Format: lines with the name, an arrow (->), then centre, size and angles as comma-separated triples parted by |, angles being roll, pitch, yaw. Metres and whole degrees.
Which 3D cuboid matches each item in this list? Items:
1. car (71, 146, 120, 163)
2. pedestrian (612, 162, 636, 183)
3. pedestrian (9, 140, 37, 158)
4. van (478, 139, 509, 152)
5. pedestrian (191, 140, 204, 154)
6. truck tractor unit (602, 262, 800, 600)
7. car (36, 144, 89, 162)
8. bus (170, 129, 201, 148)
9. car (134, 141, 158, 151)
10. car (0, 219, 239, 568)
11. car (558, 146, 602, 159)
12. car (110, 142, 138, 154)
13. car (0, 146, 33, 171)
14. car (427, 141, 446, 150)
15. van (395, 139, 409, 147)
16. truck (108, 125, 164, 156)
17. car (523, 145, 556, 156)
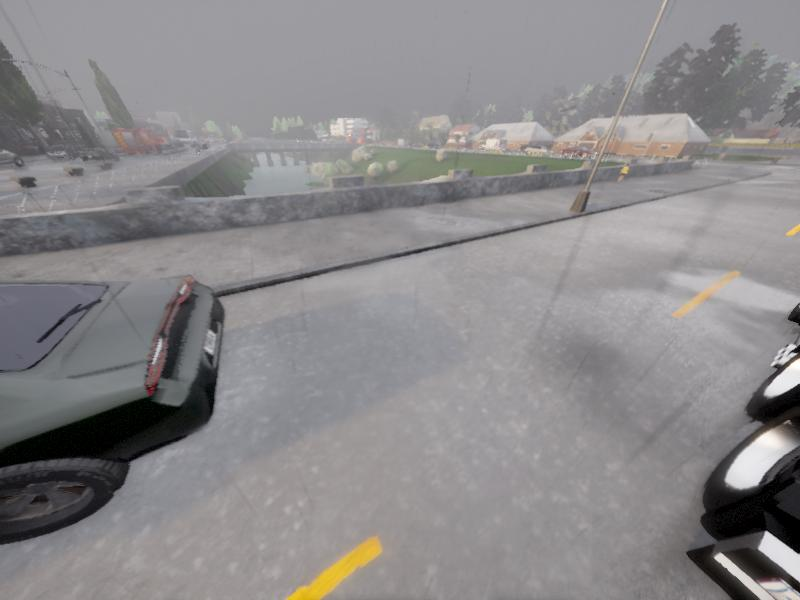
car -> -35.059, -16.947, 26.780 | 1.816, 1.474, 4.193 | -17, 38, -23
pedestrian -> 13.737, -7.832, 14.195 | 0.500, 1.100, 0.500 | -17, 39, -24
pedestrian -> -47.967, -19.244, 29.408 | 0.751, 1.860, 0.751 | -11, 36, -16
van -> 21.618, -36.083, 53.940 | 2.351, 2.431, 6.366 | -17, 38, -23
pedestrian -> -32.660, -24.620, 37.272 | 0.751, 1.860, 0.751 | -15, 38, -21
truck tractor unit -> 5.106, -0.306, 0.786 | 6.516, 4.208, 3.053 | -18, 39, -24
car -> -40.280, -17.726, 27.738 | 1.851, 1.617, 3.988 | -17, 38, -23
bus -> -63.290, -47.857, 68.539 | 3.944, 4.253, 10.273 | -17, 38, -23
car -> -55.208, -33.559, 50.346 | 1.930, 1.638, 5.238 | -17, 38, -23
car -> -4.117, 0.911, 1.320 | 4.974, 1.542, 2.038 | -17, 38, -23
car -> 28.546, -23.600, 36.832 | 1.882, 1.535, 5.008 | -17, 38, -23
car -> -49.240, -27.188, 41.334 | 1.851, 1.617, 3.988 | -17, 38, -23
car -> -34.657, -11.788, 19.237 | 2.152, 1.651, 5.027 | -17, 38, -23
car -> 10.201, -43.226, 64.445 | 2.150, 2.045, 5.566 | -17, 39, -23
van -> 0.798, -58.161, 85.497 | 2.351, 2.431, 6.366 | -17, 38, -23
truck -> -43.005, -26.338, 38.156 | 2.891, 3.827, 8.468 | -17, 38, -23
car -> 25.170, -27.138, 41.901 | 2.007, 1.525, 4.514 | -17, 38, -23
